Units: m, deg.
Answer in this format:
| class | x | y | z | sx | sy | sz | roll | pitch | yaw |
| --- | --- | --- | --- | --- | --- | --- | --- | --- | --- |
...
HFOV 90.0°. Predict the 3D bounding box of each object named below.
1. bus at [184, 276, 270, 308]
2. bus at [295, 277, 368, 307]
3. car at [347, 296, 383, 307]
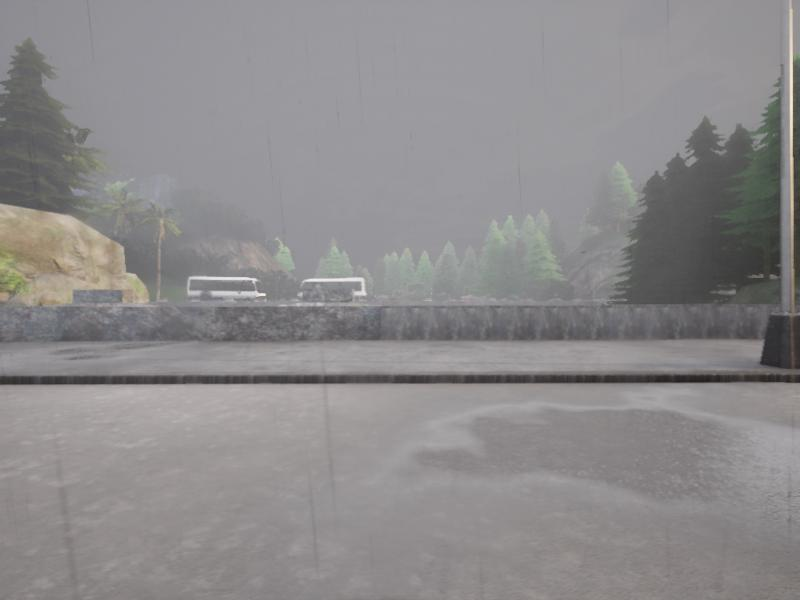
| class | x | y | z | sx | sy | sz | roll | pitch | yaw |
| --- | --- | --- | --- | --- | --- | --- | --- | --- | --- |
| bus | -24.130 | -1.086 | 56.245 | 10.273 | 4.253 | 3.944 | 1 | 0 | 0 |
| bus | -10.163 | -1.115 | 60.058 | 10.273 | 4.253 | 3.944 | -1 | 0 | 0 |
| car | -4.858 | 0.256 | 56.200 | 4.892 | 1.490 | 1.837 | 0 | 0 | 0 |
